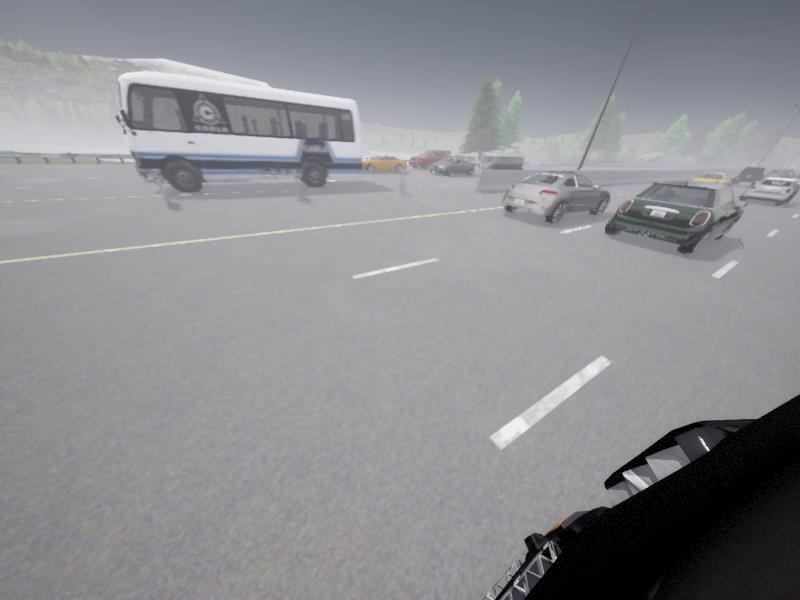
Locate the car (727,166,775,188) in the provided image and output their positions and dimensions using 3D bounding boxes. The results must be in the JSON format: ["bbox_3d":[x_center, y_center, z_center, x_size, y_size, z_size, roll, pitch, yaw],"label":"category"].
[{"bbox_3d":[40.026,-14.080,26.362,3.866,1.878,1.905,-16,38,-26],"label":"car"}]

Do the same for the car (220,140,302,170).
[{"bbox_3d":[-11.967,-12.662,20.271,5.566,2.045,2.150,-16,38,-26],"label":"car"}]

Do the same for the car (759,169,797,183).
[{"bbox_3d":[59.101,-19.495,36.110,4.611,1.667,2.242,-16,38,-26],"label":"car"}]

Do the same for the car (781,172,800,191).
[{"bbox_3d":[44.030,-12.878,25.103,3.988,1.617,1.851,-16,38,-26],"label":"car"}]

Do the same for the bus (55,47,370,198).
[{"bbox_3d":[-7.136,-8.158,11.857,10.273,4.253,3.944,-16,38,-26],"label":"bus"}]

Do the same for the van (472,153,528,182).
[{"bbox_3d":[8.944,-11.918,20.733,4.442,1.987,1.775,-16,38,-26],"label":"van"}]

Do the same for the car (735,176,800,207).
[{"bbox_3d":[25.137,-7.394,15.580,3.806,1.475,1.970,-16,38,-26],"label":"car"}]

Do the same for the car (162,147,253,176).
[{"bbox_3d":[-13.284,-9.833,16.386,4.514,1.525,2.007,-16,38,-26],"label":"car"}]

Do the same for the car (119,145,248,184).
[{"bbox_3d":[-12.119,-7.968,13.579,5.027,1.651,2.152,-16,38,-26],"label":"car"}]

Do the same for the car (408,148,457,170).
[{"bbox_3d":[3.927,-17.214,28.291,5.566,2.045,2.150,-16,38,-26],"label":"car"}]

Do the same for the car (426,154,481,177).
[{"bbox_3d":[5.147,-12.936,22.280,4.611,1.667,2.242,-16,38,-26],"label":"car"}]

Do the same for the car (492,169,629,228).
[{"bbox_3d":[6.589,-4.379,9.550,5.027,1.651,2.152,-16,38,-26],"label":"car"}]

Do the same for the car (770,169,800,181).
[{"bbox_3d":[67.341,-21.863,40.298,4.856,1.649,2.033,-16,38,-26],"label":"car"}]

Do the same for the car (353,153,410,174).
[{"bbox_3d":[-1.746,-13.144,22.206,5.008,1.535,1.882,-16,38,-26],"label":"car"}]

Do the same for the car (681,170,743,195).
[{"bbox_3d":[26.516,-10.071,19.615,5.366,1.575,1.801,-16,38,-26],"label":"car"}]

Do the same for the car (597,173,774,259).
[{"bbox_3d":[8.998,-2.903,7.347,4.553,1.767,2.097,-16,38,-26],"label":"car"}]
